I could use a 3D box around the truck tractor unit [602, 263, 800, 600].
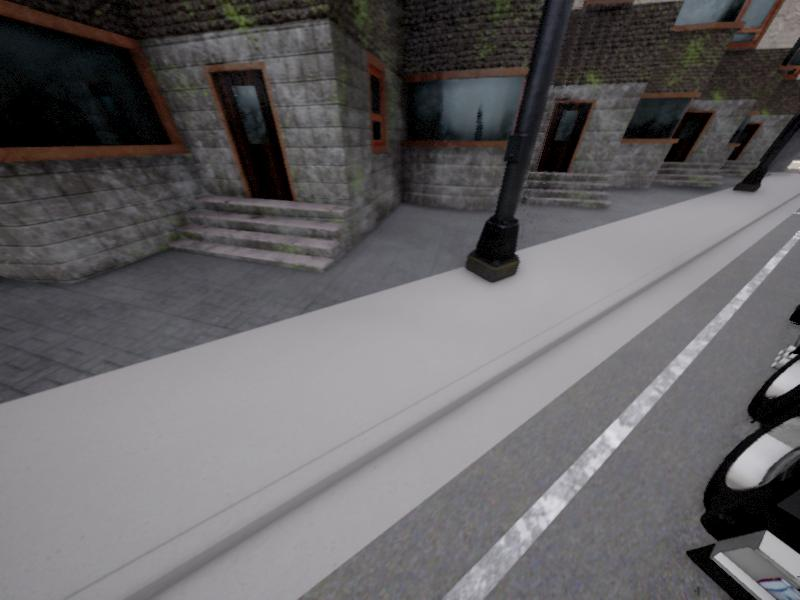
[{"bbox_3d":[5.113,-0.297,0.787,6.516,4.208,3.053,-18,39,-24],"label":"truck tractor unit"}]
